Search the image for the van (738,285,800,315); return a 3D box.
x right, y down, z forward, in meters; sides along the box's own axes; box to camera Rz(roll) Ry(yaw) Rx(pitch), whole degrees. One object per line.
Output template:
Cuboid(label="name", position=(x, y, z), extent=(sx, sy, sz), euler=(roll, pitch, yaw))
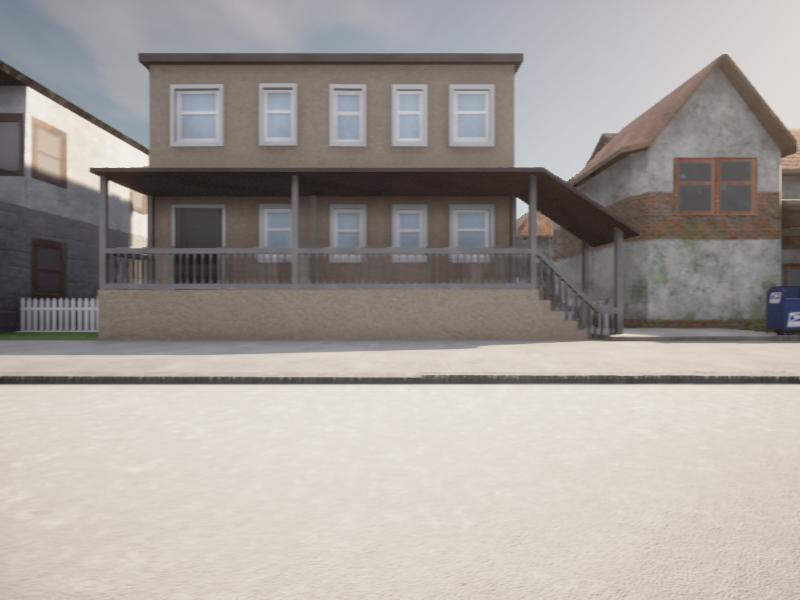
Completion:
Cuboid(label="van", position=(26.921, -0.006, 28.596), extent=(1.775, 1.987, 4.442), euler=(0, 0, 0))
